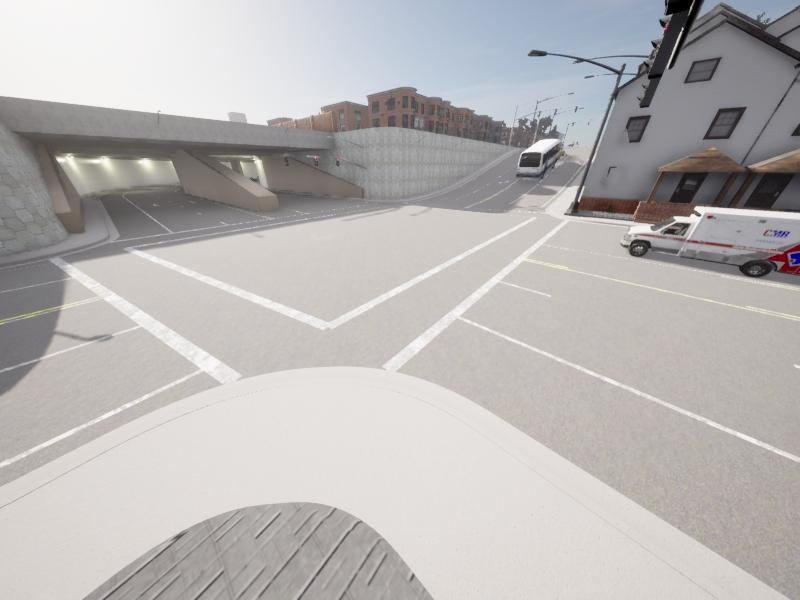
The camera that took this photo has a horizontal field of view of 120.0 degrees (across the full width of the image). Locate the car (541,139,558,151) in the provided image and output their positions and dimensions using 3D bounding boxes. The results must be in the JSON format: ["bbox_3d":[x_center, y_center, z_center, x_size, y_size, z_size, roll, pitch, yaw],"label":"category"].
[{"bbox_3d":[31.970,-33.132,49.394,1.812,1.442,4.674,23,47,35],"label":"car"}]

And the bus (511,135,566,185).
[{"bbox_3d":[21.842,-22.115,36.340,3.944,4.253,10.273,24,51,34],"label":"bus"}]

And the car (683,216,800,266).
[{"bbox_3d":[18.599,-3.250,12.332,3.988,1.617,1.851,24,38,35],"label":"car"}]

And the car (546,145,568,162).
[{"bbox_3d":[28.967,-27.085,42.659,1.801,1.575,5.366,24,51,34],"label":"car"}]

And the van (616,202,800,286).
[{"bbox_3d":[14.908,-2.901,10.908,6.366,2.431,2.351,24,38,35],"label":"van"}]
